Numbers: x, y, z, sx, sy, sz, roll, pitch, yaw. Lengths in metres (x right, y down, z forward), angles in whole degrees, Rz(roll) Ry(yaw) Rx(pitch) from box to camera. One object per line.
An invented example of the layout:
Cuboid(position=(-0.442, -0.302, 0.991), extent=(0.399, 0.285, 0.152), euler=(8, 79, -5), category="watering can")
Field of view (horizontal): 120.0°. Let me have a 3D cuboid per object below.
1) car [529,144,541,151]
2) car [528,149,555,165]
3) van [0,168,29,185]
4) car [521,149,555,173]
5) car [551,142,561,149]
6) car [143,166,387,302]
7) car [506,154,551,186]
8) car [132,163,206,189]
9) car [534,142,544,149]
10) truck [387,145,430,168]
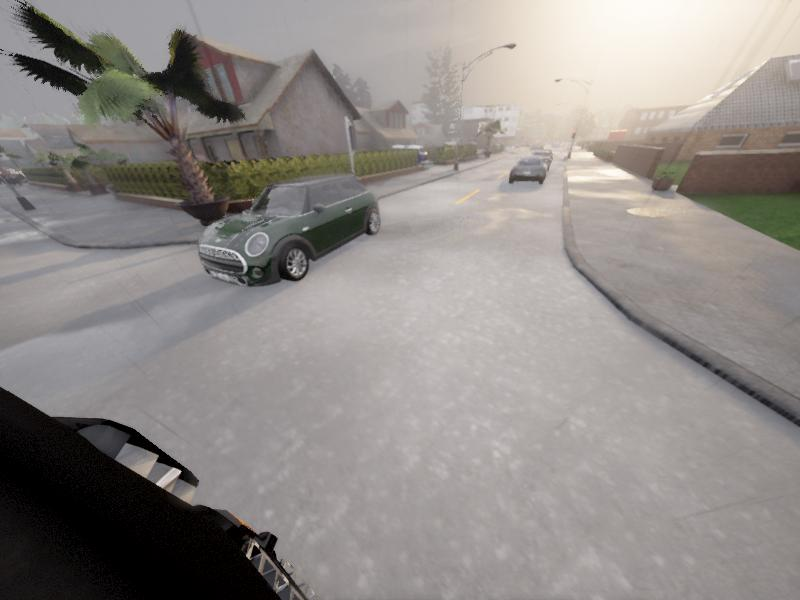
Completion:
Cuboid(position=(33.883, -38.213, 57.813), extent=(1.994, 1.385, 4.181), euler=(16, 38, 26), category="car")
Cuboid(position=(15.548, -15.708, 25.323), extent=(1.895, 1.301, 4.718), euler=(17, 38, 27), category="car")
Cuboid(position=(-60.328, -18.389, 34.596), extent=(2.069, 2.038, 4.480), euler=(25, 42, 35), category="van")
Cuboid(position=(12.187, -12.239, 20.254), extent=(2.033, 1.411, 5.357), euler=(16, 38, 26), category="car")
Cuboid(position=(48.100, -47.870, 71.346), extent=(2.152, 1.651, 5.027), euler=(16, 38, 26), category="car")
Cuboid(position=(-2.381, -2.082, 5.677), extent=(2.097, 1.767, 4.553), euler=(13, 37, 22), category="car")
Cuboid(position=(8.192, -8.316, 14.660), extent=(1.994, 1.385, 4.181), euler=(14, 37, 24), category="car")
Cuboid(position=(-18.907, -10.324, 19.093), extent=(1.845, 1.501, 3.633), euler=(14, 37, 24), category="car")
Cuboid(position=(40.336, -44.716, 66.912), extent=(1.930, 1.638, 5.238), euler=(16, 38, 26), category="car")
Cuboid(position=(0.968, -16.786, 26.911), extent=(4.478, 2.038, 2.069), euler=(18, 39, 24), category="truck")
